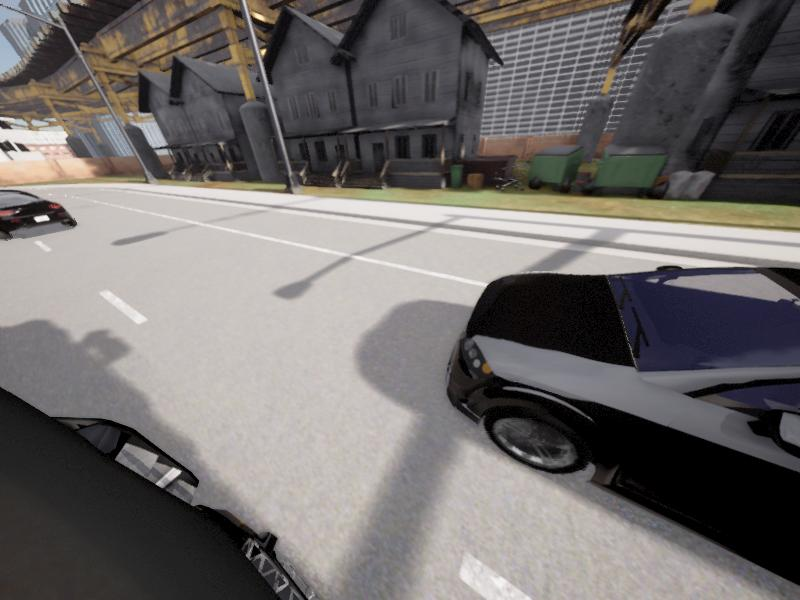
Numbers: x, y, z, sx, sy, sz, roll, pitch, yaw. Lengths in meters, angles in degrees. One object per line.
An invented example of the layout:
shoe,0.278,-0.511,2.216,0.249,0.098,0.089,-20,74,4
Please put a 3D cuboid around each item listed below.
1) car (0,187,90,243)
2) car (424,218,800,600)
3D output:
car,-14.769,-3.325,8.687,4.674,1.442,1.812,9,35,17
car,2.515,0.571,1.653,4.181,1.385,1.994,16,38,26
